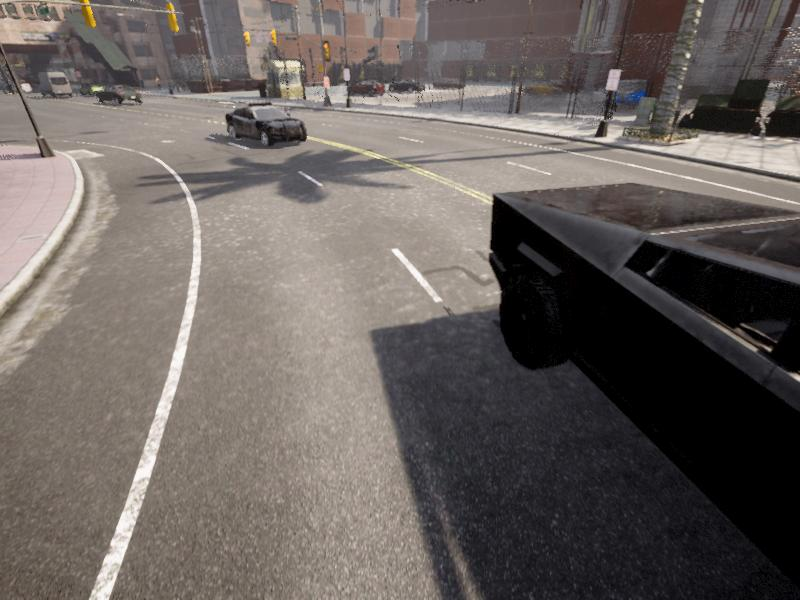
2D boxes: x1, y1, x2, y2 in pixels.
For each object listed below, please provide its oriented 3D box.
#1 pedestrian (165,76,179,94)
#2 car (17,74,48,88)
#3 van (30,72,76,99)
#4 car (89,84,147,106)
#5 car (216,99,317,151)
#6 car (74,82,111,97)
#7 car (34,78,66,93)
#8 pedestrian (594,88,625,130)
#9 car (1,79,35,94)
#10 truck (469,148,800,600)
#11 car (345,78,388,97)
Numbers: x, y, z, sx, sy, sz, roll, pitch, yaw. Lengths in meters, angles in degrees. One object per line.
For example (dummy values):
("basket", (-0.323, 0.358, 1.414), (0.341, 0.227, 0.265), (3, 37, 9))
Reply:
("pedestrian", (-28.420, -26.818, 49.915), (0.751, 1.860, 0.751), (19, 35, 30))
("car", (-66.926, -39.942, 72.826), (5.566, 2.045, 2.435), (22, 37, 33))
("van", (-40.828, -25.304, 47.054), (5.915, 2.561, 1.988), (22, 37, 33))
("car", (-26.733, -19.506, 37.978), (5.027, 1.651, 2.152), (17, 35, 27))
("car", (-6.233, -8.199, 18.459), (5.238, 1.638, 1.930), (26, 39, 38))
("car", (-37.653, -25.805, 48.998), (4.514, 1.525, 2.007), (22, 37, 33))
("car", (-51.086, -31.313, 58.334), (4.856, 1.649, 2.033), (22, 37, 33))
("pedestrian", (10.702, -9.785, 20.485), (0.751, 1.860, 0.751), (-22, 37, -32))
("car", (-53.800, -30.092, 56.374), (4.611, 1.667, 2.242), (22, 37, 33))
("truck", (2.962, 0.588, 2.904), (2.390, 2.098, 6.274), (-8, 31, -13))
("car", (-3.864, -24.380, 45.789), (4.553, 1.767, 2.185), (22, 37, 33))
